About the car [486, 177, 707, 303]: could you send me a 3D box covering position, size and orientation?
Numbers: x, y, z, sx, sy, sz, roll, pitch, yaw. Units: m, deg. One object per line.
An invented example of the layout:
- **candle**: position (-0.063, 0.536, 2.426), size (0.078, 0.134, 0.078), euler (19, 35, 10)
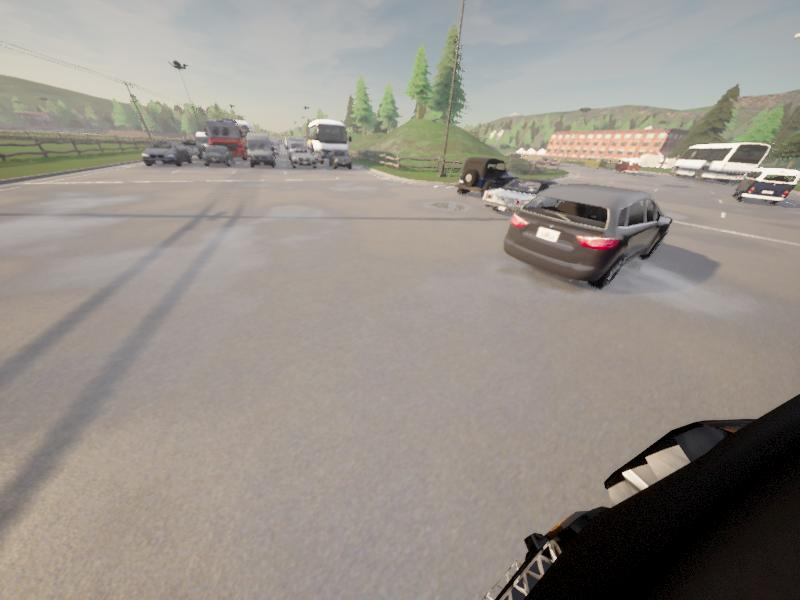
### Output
- **car**: position (4.661, -1.829, 5.542), size (4.611, 1.667, 2.242), euler (-19, 39, -29)

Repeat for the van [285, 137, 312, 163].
- **van**: position (-12.776, -18.755, 28.857), size (2.351, 2.431, 6.366), euler (-11, 36, -20)

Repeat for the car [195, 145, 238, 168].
- **car**: position (-16.225, -12.973, 20.758), size (1.837, 1.490, 4.892), euler (-11, 36, -20)

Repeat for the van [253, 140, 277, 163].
- **van**: position (-15.669, -17.473, 27.105), size (1.775, 1.987, 4.442), euler (-11, 36, -20)

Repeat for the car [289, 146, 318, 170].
- **car**: position (-9.626, -14.094, 22.845), size (2.152, 1.651, 5.027), euler (-11, 36, -20)

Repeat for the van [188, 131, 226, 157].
- **van**: position (-25.031, -20.426, 30.295), size (1.988, 2.561, 5.915), euler (-11, 36, -20)

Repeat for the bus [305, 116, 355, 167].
- **bus**: position (-8.823, -19.380, 28.462), size (3.944, 4.253, 10.273), euler (-11, 36, -20)

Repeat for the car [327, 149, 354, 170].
- **car**: position (-6.090, -14.288, 23.429), size (1.851, 1.617, 3.988), euler (-11, 36, -20)

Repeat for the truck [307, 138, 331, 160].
- **truck**: position (-12.690, -23.698, 36.205), size (2.627, 2.467, 5.204), euler (-11, 38, -20)

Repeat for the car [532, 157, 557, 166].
- **car**: position (33.897, -32.784, 54.430), size (2.163, 1.488, 4.792), euler (-4, 34, -11)

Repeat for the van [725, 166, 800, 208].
- **van**: position (25.316, -7.974, 16.053), size (4.480, 2.038, 2.069), euler (-27, 45, -37)

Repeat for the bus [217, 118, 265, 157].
- **bus**: position (-24.020, -25.036, 35.728), size (3.944, 4.253, 10.273), euler (-11, 37, -20)

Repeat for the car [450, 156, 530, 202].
- **car**: position (4.957, -6.794, 12.812), size (3.866, 1.878, 1.905), euler (-21, 40, -31)

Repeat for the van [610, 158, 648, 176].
- **van**: position (36.732, -21.562, 37.323), size (2.069, 2.038, 4.480), euler (12, 35, 9)

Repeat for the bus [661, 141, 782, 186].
- **bus**: position (42.013, -18.571, 31.256), size (3.944, 4.253, 10.273), euler (15, 36, 15)

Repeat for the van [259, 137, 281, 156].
- **van**: position (-21.236, -25.275, 37.964), size (2.351, 2.431, 6.366), euler (-11, 36, -20)

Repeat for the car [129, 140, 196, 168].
- **car**: position (-19.231, -12.121, 19.085), size (2.242, 1.667, 4.611), euler (-11, 36, -20)

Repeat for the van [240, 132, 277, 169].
- **van**: position (-12.988, -14.053, 21.691), size (1.988, 2.561, 5.915), euler (-11, 36, -20)

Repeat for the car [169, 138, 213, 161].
- **car**: position (-22.084, -16.111, 24.653), size (1.932, 1.855, 4.605), euler (-11, 36, -20)

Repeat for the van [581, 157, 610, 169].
- **van**: position (41.731, -29.355, 49.447), size (1.775, 1.987, 4.442), euler (0, 34, -5)

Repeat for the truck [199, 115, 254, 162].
- **truck**: position (-19.654, -18.691, 26.959), size (2.891, 3.827, 8.468), euler (-11, 36, -20)

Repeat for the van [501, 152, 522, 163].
- **van**: position (28.405, -36.479, 59.075), size (1.775, 1.987, 4.442), euler (-11, 36, -20)

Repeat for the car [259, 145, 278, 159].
- **car**: position (-18.173, -20.660, 32.174), size (1.812, 1.442, 4.674), euler (-11, 36, -20)

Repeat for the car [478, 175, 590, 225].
- **car**: position (5.749, -4.420, 9.849), size (4.718, 1.301, 1.895), euler (-20, 40, -30)
